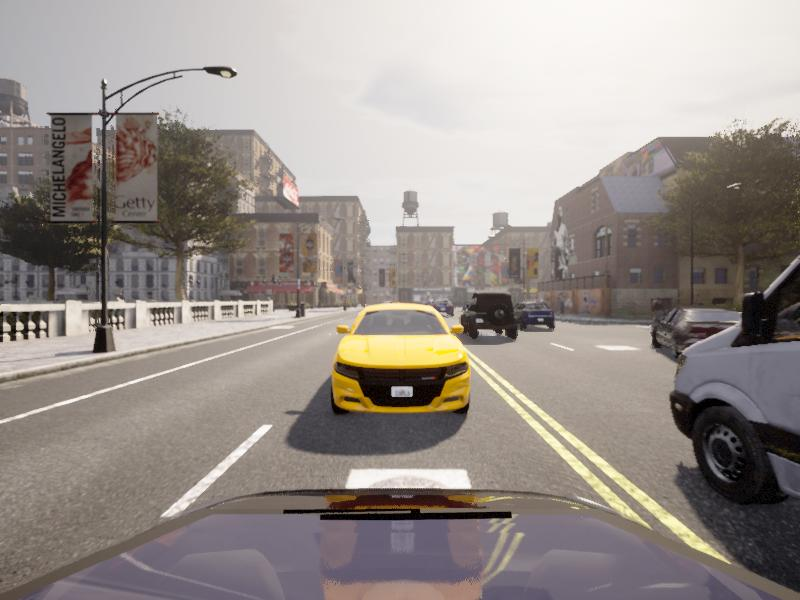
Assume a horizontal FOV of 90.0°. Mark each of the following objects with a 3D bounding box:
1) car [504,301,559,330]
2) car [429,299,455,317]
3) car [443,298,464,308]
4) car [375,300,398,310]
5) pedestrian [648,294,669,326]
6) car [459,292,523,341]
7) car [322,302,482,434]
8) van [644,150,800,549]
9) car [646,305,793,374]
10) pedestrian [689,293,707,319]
[{"bbox_3d":[7.314,0.822,22.722,1.816,1.474,4.193,0,0,1],"label":"car"},{"bbox_3d":[4.059,0.726,39.541,2.152,1.651,5.027,0,0,2],"label":"car"},{"bbox_3d":[10.296,0.550,76.792,1.932,1.855,4.605,0,0,40],"label":"car"},{"bbox_3d":[-2.071,0.779,62.165,2.002,1.452,4.674,0,0,20],"label":"car"},{"bbox_3d":[15.266,0.604,23.628,0.751,1.860,0.751,0,0,2],"label":"pedestrian"},{"bbox_3d":[3.746,0.621,17.205,1.905,1.878,3.866,0,0,1],"label":"car"},{"bbox_3d":[-0.012,0.812,7.228,1.882,1.535,5.008,0,0,-1],"label":"car"},{"bbox_3d":[3.542,0.319,1.261,1.988,2.561,5.915,0,0,1],"label":"van"},{"bbox_3d":[8.644,0.878,11.470,2.033,1.411,5.357,0,0,24],"label":"car"},{"bbox_3d":[22.089,0.444,29.675,0.751,1.860,0.751,0,0,3],"label":"pedestrian"}]
